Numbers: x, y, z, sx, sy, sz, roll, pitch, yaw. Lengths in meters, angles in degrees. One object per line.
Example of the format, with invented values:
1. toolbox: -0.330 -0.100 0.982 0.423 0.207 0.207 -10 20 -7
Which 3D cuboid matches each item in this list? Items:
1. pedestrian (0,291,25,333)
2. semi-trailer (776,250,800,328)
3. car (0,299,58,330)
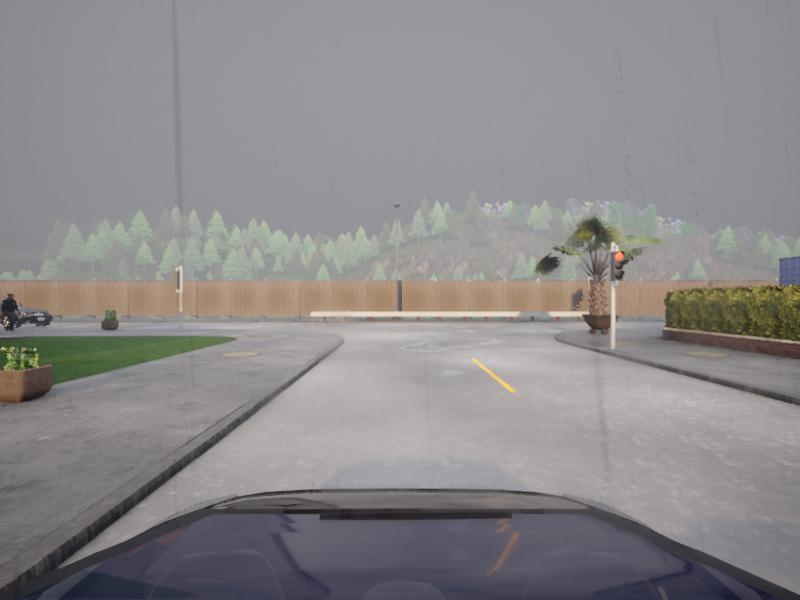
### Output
1. pedestrian: -17.876 0.544 18.318 0.751 1.860 0.751 0 0 9
2. semi-trailer: 29.777 -0.607 22.720 14.254 4.402 2.717 0 0 0
3. car: -22.804 0.793 22.639 5.027 1.651 2.152 0 0 0
